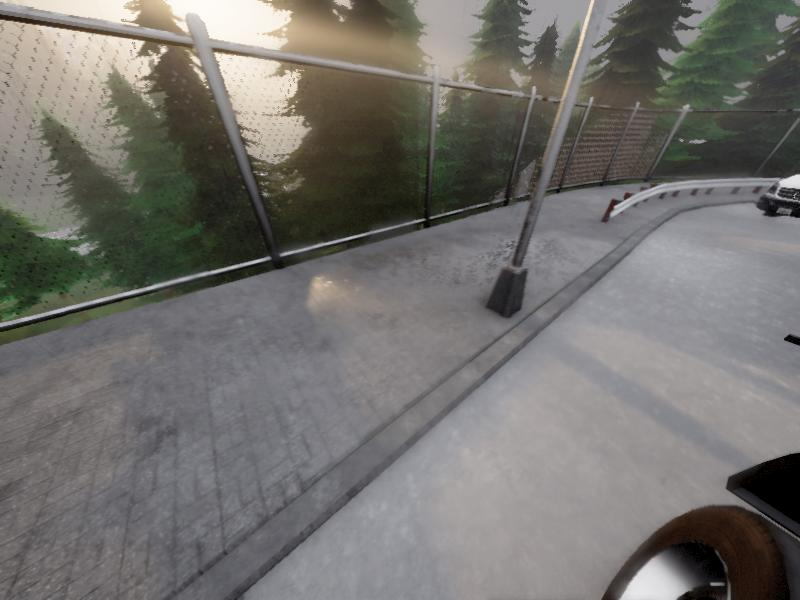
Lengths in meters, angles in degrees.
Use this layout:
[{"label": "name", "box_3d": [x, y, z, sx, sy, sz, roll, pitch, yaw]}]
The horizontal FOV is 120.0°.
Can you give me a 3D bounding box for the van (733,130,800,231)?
[{"label": "van", "box_3d": [14.374, -3.353, 6.343, 5.915, 2.561, 1.988, 0, 34, 1]}]
